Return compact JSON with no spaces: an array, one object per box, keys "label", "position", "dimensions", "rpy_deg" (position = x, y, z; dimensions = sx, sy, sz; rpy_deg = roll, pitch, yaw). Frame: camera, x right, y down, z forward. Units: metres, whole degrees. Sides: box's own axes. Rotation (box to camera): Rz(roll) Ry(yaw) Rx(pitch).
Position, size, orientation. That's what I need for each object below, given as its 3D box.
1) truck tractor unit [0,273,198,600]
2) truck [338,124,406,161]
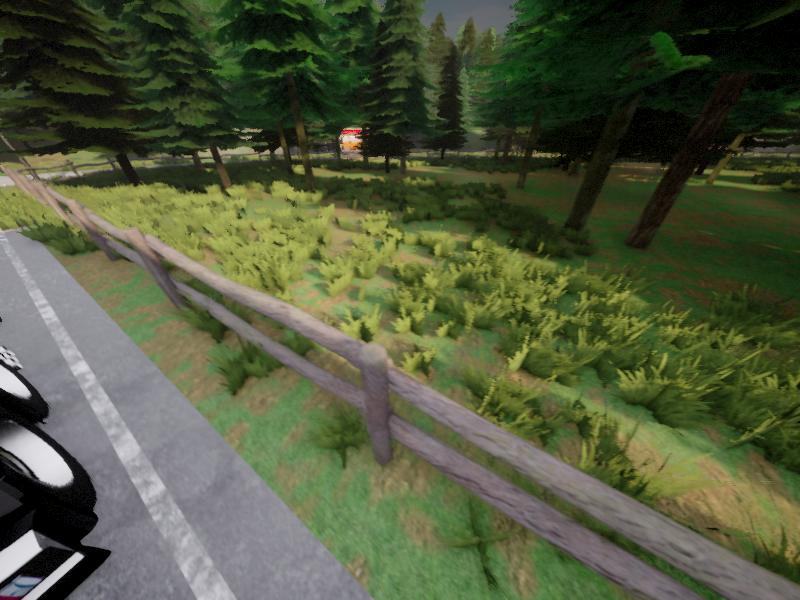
[{"label":"truck tractor unit","position":[-5.126,-0.286,0.758],"dimensions":[6.516,4.208,3.053],"rpy_deg":[18,39,23]},{"label":"truck","position":[-3.718,-21.251,31.227],"dimensions":[8.468,3.827,2.891],"rpy_deg":[-7,35,-9]}]
